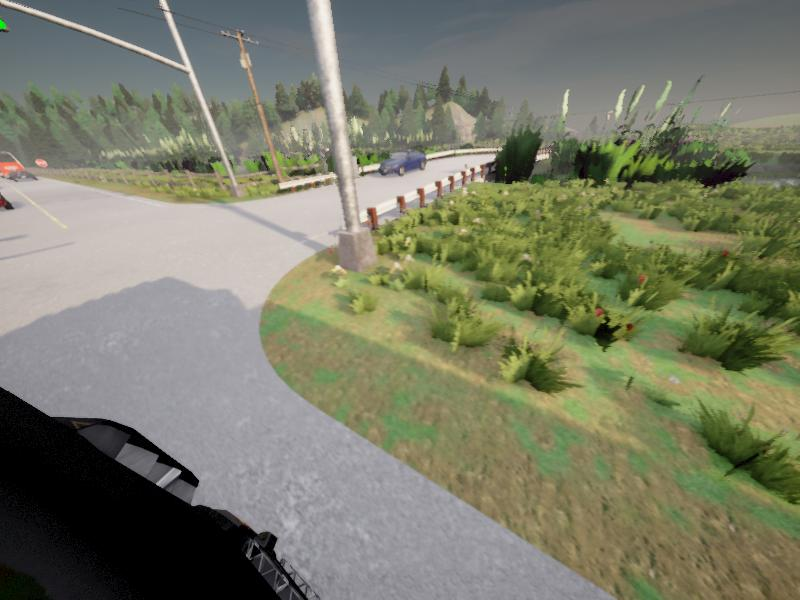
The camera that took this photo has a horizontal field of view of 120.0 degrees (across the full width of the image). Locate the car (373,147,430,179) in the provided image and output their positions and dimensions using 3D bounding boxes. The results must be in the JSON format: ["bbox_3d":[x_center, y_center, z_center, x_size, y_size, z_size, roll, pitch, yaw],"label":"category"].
[{"bbox_3d":[0.294,-10.329,17.292,1.812,1.442,4.674,20,43,30],"label":"car"}]

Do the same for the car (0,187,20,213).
[{"bbox_3d":[-24.020,-5.806,12.965,4.792,1.488,2.163,18,39,28],"label":"car"}]

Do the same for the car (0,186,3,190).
[{"bbox_3d":[-43.846,-12.178,24.030,5.357,1.411,2.033,18,39,28],"label":"car"}]

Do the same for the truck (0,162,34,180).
[{"bbox_3d":[-67.224,-22.492,40.193,5.204,2.467,2.627,18,39,28],"label":"truck"}]

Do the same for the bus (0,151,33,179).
[{"bbox_3d":[-77.895,-26.591,45.499,10.273,4.253,3.944,18,39,28],"label":"bus"}]

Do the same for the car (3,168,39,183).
[{"bbox_3d":[-57.668,-18.975,35.174,5.027,1.651,2.152,18,39,28],"label":"car"}]
